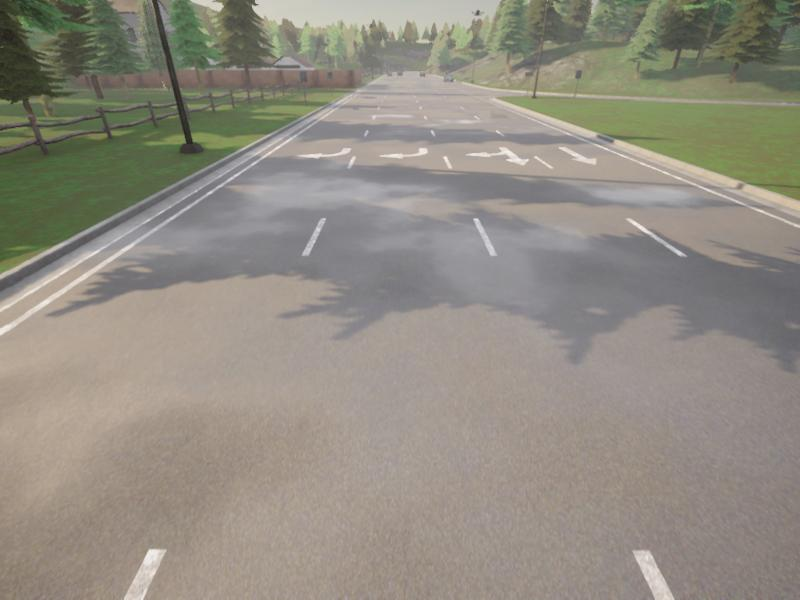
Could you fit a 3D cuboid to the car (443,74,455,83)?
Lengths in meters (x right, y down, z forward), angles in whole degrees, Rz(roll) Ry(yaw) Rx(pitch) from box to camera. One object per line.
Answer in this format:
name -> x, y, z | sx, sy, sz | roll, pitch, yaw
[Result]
car -> 10.448, -47.421, 85.719 | 2.128, 1.511, 4.902 | 0, 30, 0
